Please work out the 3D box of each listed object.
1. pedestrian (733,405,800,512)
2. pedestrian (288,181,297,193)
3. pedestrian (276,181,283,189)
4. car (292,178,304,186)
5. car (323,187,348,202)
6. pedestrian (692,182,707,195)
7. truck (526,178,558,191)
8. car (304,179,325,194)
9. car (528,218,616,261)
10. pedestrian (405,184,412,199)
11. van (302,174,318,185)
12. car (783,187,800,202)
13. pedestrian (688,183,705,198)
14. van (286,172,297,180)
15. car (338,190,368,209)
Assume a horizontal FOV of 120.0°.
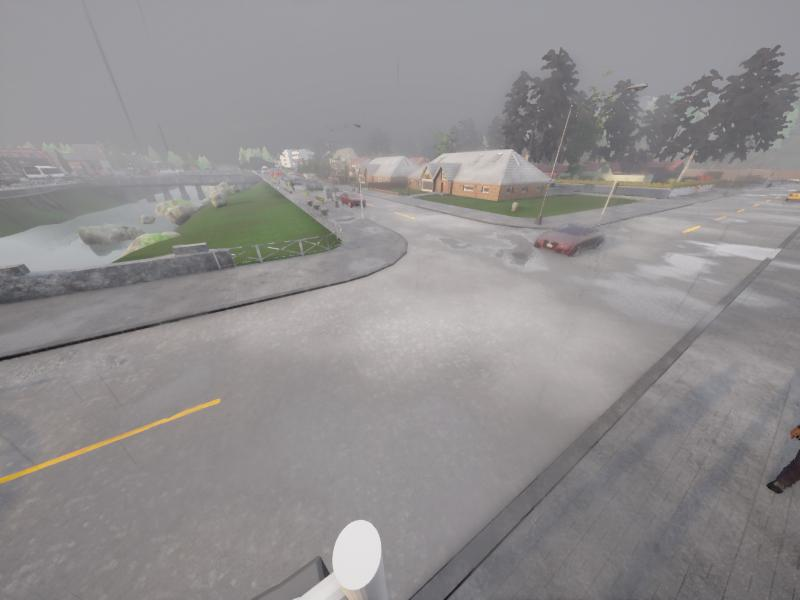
[{"bbox_3d":[5.552,1.843,2.905,0.751,1.860,0.751,-15,33,-24],"label":"pedestrian"},{"bbox_3d":[-18.773,-19.827,40.438,0.751,1.860,0.751,14,33,23],"label":"pedestrian"},{"bbox_3d":[-25.214,-23.975,48.184,0.751,1.300,0.751,26,39,37],"label":"pedestrian"},{"bbox_3d":[-25.129,-28.967,56.779,1.851,1.617,3.988,-16,34,-26],"label":"car"},{"bbox_3d":[-9.247,-15.166,32.957,2.007,1.525,4.514,-16,34,-26],"label":"car"},{"bbox_3d":[49.023,-18.327,37.841,0.751,1.860,0.751,-16,34,-26],"label":"pedestrian"},{"bbox_3d":[27.281,-22.337,44.478,2.069,2.038,4.478,-16,34,-26],"label":"truck"},{"bbox_3d":[-15.998,-21.246,42.960,2.150,2.045,5.566,-16,34,-26],"label":"car"},{"bbox_3d":[9.611,-3.522,12.945,4.181,1.385,1.994,-16,34,-26],"label":"car"},{"bbox_3d":[1.229,-15.588,33.096,0.751,1.860,0.751,-22,37,-33],"label":"pedestrian"},{"bbox_3d":[-24.262,-32.579,62.214,2.351,2.431,6.366,-16,34,-26],"label":"van"},{"bbox_3d":[55.090,-14.418,31.606,5.366,1.575,1.801,-16,34,-26],"label":"car"},{"bbox_3d":[43.503,-16.036,33.872,0.751,1.860,0.751,-16,34,-25],"label":"pedestrian"},{"bbox_3d":[-40.916,-47.020,87.218,2.351,2.431,6.366,-16,34,-26],"label":"van"},{"bbox_3d":[-5.702,-12.128,27.683,1.882,1.535,5.008,-16,34,-25],"label":"car"}]
